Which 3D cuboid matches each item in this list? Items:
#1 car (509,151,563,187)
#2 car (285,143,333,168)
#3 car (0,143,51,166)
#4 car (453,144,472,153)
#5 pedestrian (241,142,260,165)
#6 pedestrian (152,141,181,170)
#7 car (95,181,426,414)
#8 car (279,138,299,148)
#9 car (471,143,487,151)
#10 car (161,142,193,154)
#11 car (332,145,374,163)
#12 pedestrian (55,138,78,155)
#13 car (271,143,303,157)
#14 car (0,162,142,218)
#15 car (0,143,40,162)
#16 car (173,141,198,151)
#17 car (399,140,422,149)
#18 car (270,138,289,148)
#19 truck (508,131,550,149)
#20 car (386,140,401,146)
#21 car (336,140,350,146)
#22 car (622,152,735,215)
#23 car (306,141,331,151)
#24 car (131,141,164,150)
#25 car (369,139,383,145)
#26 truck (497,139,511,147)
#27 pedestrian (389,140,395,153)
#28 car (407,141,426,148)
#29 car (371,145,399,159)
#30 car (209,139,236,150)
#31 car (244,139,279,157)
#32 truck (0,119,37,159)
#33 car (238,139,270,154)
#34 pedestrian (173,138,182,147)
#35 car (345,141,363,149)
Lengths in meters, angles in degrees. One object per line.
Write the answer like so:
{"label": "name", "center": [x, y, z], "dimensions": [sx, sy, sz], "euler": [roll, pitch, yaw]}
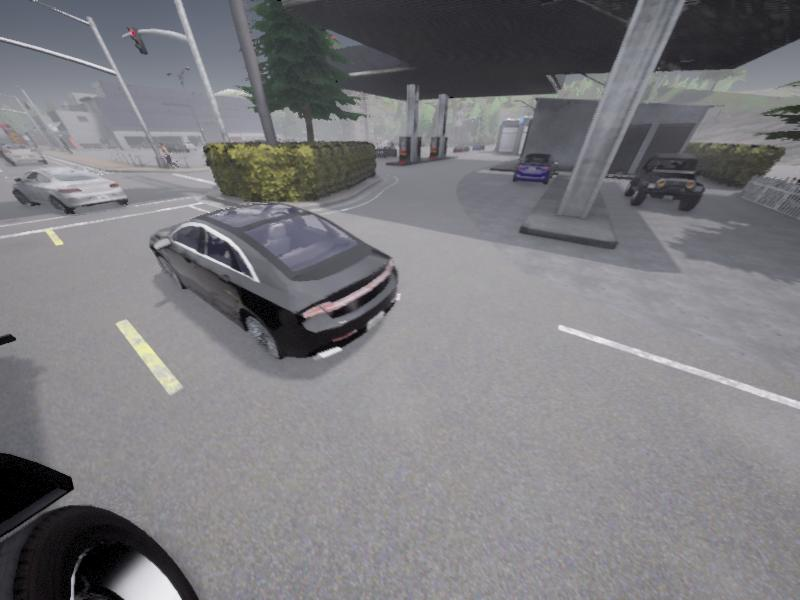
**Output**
{"label": "car", "center": [9.398, -9.066, 15.801], "dimensions": [2.242, 1.667, 4.611], "euler": [21, 40, 27]}
{"label": "car", "center": [-9.142, -14.774, 23.481], "dimensions": [1.905, 1.878, 3.866], "euler": [21, 40, 27]}
{"label": "car", "center": [-36.152, -13.929, 22.038], "dimensions": [5.027, 1.651, 2.152], "euler": [21, 40, 27]}
{"label": "car", "center": [11.963, -29.049, 44.271], "dimensions": [1.994, 1.385, 4.181], "euler": [21, 40, 27]}
{"label": "pedestrian", "center": [-14.661, -14.398, 22.638], "dimensions": [0.751, 1.860, 0.751], "euler": [21, 40, 26]}
{"label": "pedestrian", "center": [-18.237, -11.296, 18.096], "dimensions": [0.751, 1.860, 0.751], "euler": [21, 40, 26]}
{"label": "car", "center": [-2.307, -0.743, 3.804], "dimensions": [4.902, 1.511, 2.128], "euler": [22, 40, 26]}
{"label": "car", "center": [-27.863, -39.355, 57.850], "dimensions": [4.605, 1.855, 1.932], "euler": [21, 40, 27]}
{"label": "car", "center": [17.501, -33.851, 51.012], "dimensions": [1.816, 1.474, 4.193], "euler": [21, 40, 27]}
{"label": "car", "center": [-35.590, -24.334, 36.876], "dimensions": [4.514, 1.523, 2.007], "euler": [21, 40, 27]}
{"label": "car", "center": [-5.551, -17.749, 27.943], "dimensions": [2.033, 1.649, 4.856], "euler": [21, 40, 27]}
{"label": "pedestrian", "center": [-43.981, -20.264, 30.460], "dimensions": [0.751, 1.860, 0.751], "euler": [16, 38, 21]}
{"label": "car", "center": [-16.317, -21.710, 33.370], "dimensions": [3.806, 1.475, 1.970], "euler": [21, 40, 27]}
{"label": "car", "center": [-13.472, -4.574, 9.363], "dimensions": [4.674, 1.442, 1.812], "euler": [14, 37, 16]}
{"label": "car", "center": [-42.053, -16.154, 25.240], "dimensions": [4.974, 1.542, 2.038], "euler": [21, 40, 27]}
{"label": "car", "center": [-39.449, -28.401, 42.503], "dimensions": [3.806, 1.475, 1.970], "euler": [21, 40, 27]}
{"label": "car", "center": [2.535, -38.182, 56.755], "dimensions": [5.027, 1.636, 2.152], "euler": [21, 40, 27]}
{"label": "car", "center": [-29.122, -37.846, 55.670], "dimensions": [3.866, 1.878, 1.905], "euler": [21, 40, 27]}
{"label": "truck", "center": [33.362, -41.746, 60.245], "dimensions": [8.468, 3.827, 2.891], "euler": [21, 40, 27]}
{"label": "car", "center": [-2.207, -54.133, 79.637], "dimensions": [4.792, 1.488, 2.163], "euler": [21, 40, 26]}
{"label": "car", "center": [-17.500, -47.999, 70.631], "dimensions": [3.633, 1.501, 1.845], "euler": [21, 40, 27]}
{"label": "car", "center": [11.729, -5.309, 10.201], "dimensions": [1.905, 1.878, 3.866], "euler": [21, 40, 27]}
{"label": "car", "center": [-15.947, -30.205, 45.298], "dimensions": [4.514, 1.523, 2.007], "euler": [21, 40, 27]}
{"label": "car", "center": [-54.839, -33.610, 50.257], "dimensions": [1.816, 1.474, 4.193], "euler": [21, 40, 27]}
{"label": "car", "center": [-8.642, -56.714, 82.913], "dimensions": [4.605, 1.855, 1.932], "euler": [21, 40, 26]}
{"label": "truck", "center": [34.506, -52.367, 76.795], "dimensions": [2.390, 2.098, 6.274], "euler": [21, 40, 27]}
{"label": "pedestrian", "center": [-1.319, -26.075, 39.254], "dimensions": [0.751, 1.860, 0.751], "euler": [21, 40, 27]}
{"label": "car", "center": [4.221, -39.696, 58.925], "dimensions": [4.514, 1.523, 2.007], "euler": [21, 40, 27]}
{"label": "car", "center": [-2.034, -20.708, 32.285], "dimensions": [1.970, 1.475, 3.806], "euler": [21, 40, 27]}
{"label": "car", "center": [-36.179, -31.647, 46.983], "dimensions": [5.027, 1.636, 2.152], "euler": [21, 40, 27]}
{"label": "car", "center": [-18.660, -20.543, 31.212], "dimensions": [3.866, 1.878, 1.905], "euler": [21, 40, 27]}
{"label": "truck", "center": [-50.244, -20.257, 29.024], "dimensions": [8.468, 3.827, 2.891], "euler": [21, 40, 27]}
{"label": "car", "center": [-23.410, -24.622, 37.001], "dimensions": [4.605, 1.855, 1.932], "euler": [21, 40, 27]}
{"label": "pedestrian", "center": [-54.997, -38.959, 57.192], "dimensions": [0.751, 1.860, 0.751], "euler": [20, 40, 25]}
{"label": "car", "center": [-10.400, -34.966, 52.111], "dimensions": [3.633, 1.501, 1.845], "euler": [21, 40, 27]}
